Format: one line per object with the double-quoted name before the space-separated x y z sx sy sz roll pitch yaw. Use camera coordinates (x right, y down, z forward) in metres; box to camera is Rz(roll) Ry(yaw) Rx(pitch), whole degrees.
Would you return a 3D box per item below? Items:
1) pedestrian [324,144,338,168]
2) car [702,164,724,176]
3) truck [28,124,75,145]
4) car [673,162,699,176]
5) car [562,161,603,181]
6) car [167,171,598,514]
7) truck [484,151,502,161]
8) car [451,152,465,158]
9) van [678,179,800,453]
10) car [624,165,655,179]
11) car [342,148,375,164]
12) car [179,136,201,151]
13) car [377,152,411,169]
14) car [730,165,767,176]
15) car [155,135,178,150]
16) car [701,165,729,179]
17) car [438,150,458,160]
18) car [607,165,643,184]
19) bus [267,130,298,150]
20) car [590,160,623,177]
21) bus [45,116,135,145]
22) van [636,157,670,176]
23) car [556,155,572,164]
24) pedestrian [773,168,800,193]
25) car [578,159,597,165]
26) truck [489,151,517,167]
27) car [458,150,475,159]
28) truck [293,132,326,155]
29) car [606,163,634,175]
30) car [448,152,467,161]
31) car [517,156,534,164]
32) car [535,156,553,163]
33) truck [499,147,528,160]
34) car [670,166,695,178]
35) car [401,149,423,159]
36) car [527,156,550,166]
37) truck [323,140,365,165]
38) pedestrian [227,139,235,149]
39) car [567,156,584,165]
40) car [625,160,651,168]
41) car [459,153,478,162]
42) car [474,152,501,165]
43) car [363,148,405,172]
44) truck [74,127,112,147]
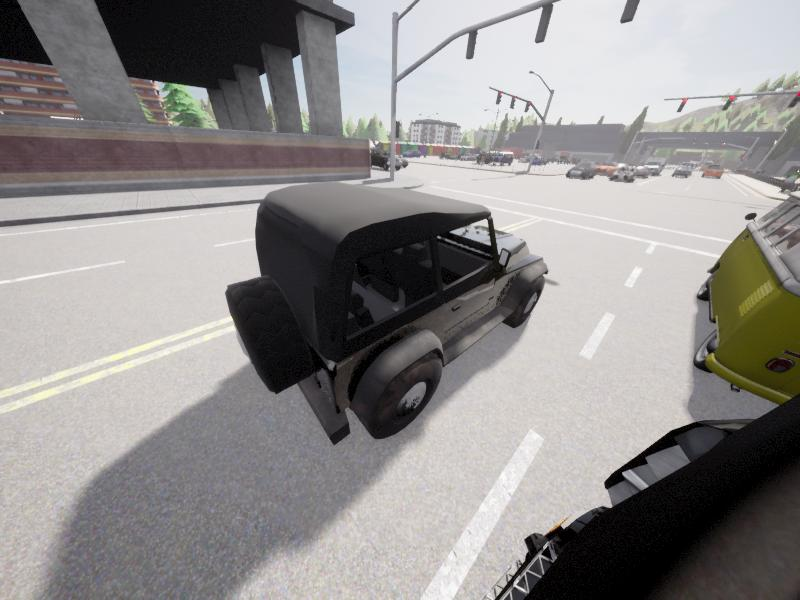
"pedestrian" -6.413 -13.333 21.457 0.751 1.860 0.751 -25 42 -35
"car" 63.705 -26.543 47.087 3.866 1.878 1.905 -24 42 -35
"truck" -54.987 -26.149 36.662 2.615 2.467 5.204 -24 42 -35
"car" 52.885 -24.277 42.700 5.566 2.045 2.150 -24 42 -35
"car" 20.709 -14.683 26.165 4.856 1.649 2.033 -24 42 -35
"car" 0.274 -0.349 2.784 3.866 1.878 1.905 -24 42 -35
"truck" 24.209 -37.515 60.168 4.478 2.038 2.069 -24 42 -35
"car" 16.881 -42.139 67.134 3.905 1.438 1.784 -24 42 -35
"van" 5.427 -0.145 2.781 4.442 1.987 1.775 -24 42 -35
"car" 32.341 -17.271 31.188 4.181 1.385 1.994 -25 42 -35
"car" -5.933 -20.545 32.875 1.930 1.638 5.238 -25 42 -35
"car" -35.282 -26.259 38.794 1.905 1.878 3.866 -24 42 -35
"car" -0.825 -17.117 28.249 1.816 1.474 4.193 -25 42 -35
"car" 85.673 -31.925 56.860 1.932 1.855 4.605 -24 42 -34
"car" -37.489 -25.263 37.125 1.905 1.878 3.866 -24 42 -35
"car" 53.145 -21.718 39.090 4.553 1.767 2.097 -24 42 -35
"car" 11.092 -33.492 53.281 4.605 1.855 1.932 -24 42 -35
"car" 24.494 -13.713 25.136 3.806 1.475 1.970 -26 43 -36
"bus" -35.015 -47.851 69.485 3.944 4.253 10.273 1 32 -3
"car" 28.888 -18.459 32.332 4.553 1.767 2.097 -24 42 -35
"bus" -65.297 -36.016 49.419 10.273 4.253 3.944 -24 42 -35
"van" 41.600 -21.904 37.916 6.366 2.431 2.351 -24 42 -35
"car" 44.852 -38.358 63.181 3.866 1.878 1.905 -24 42 -35
"pedestrian" 34.977 -10.698 20.720 0.751 1.860 0.751 -25 42 -35
"car" 57.007 -41.885 70.135 1.970 1.475 3.806 -24 42 -34
"truck" 17.532 -23.975 39.257 4.478 2.038 2.069 -24 42 -35
"car" 18.750 -41.022 65.210 4.605 1.855 1.932 -24 42 -35
"truck" -19.124 -33.068 48.773 2.891 3.827 8.468 -25 42 -35
"car" 36.044 -21.578 37.860 4.792 1.488 2.163 -24 42 -35
"car" 12.888 -32.156 51.786 3.905 1.438 1.784 -24 42 -35
"car" 29.938 -33.437 55.067 3.806 1.475 1.970 -24 42 -35
"car" 38.214 -37.177 61.319 5.357 1.415 2.033 -24 42 -35
"truck" 41.491 -53.763 84.650 2.891 3.827 8.468 -23 41 -33
"car" 46.127 -20.921 37.714 5.357 1.411 2.033 -25 43 -35
"car" 2.692 -33.636 53.169 4.611 1.667 2.242 -24 42 -35
"car" 28.812 -28.852 47.940 4.611 1.667 2.242 -24 42 -35
"truck" -7.124 -18.772 29.362 2.627 2.467 5.204 -25 42 -35
"pedestrian" -36.889 -34.091 50.424 0.751 1.860 0.751 -25 42 -35
"car" 46.718 -37.073 61.379 4.605 1.855 1.932 -24 42 -35
"car" 69.343 -39.601 67.397 2.033 1.649 4.856 -24 42 -34
"car" 14.793 -30.859 50.033 3.806 1.475 1.970 -24 42 -35
"car" 15.568 -25.143 41.039 4.605 1.855 1.932 -24 42 -35
"car" -1.824 -15.032 24.669 1.932 1.855 4.605 -25 42 -35
"truck" -51.752 -27.609 39.108 2.615 2.467 5.204 -24 42 -35
